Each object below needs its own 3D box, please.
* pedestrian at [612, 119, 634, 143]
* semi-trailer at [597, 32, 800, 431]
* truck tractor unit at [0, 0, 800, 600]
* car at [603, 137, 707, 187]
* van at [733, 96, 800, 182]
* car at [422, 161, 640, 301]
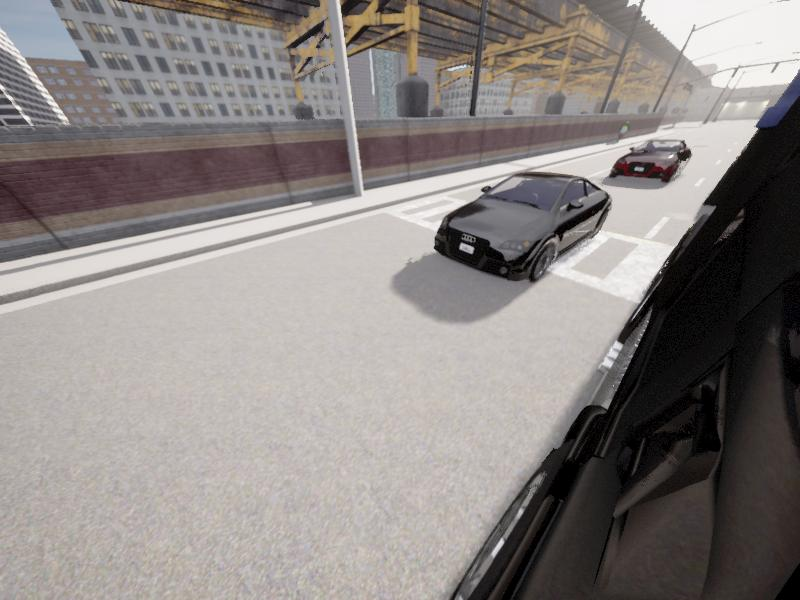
[{"bbox_3d":[22.013,-16.681,22.817,0.751,1.860,0.751,-25,42,-27],"label":"pedestrian"},{"bbox_3d":[8.768,-3.549,4.167,14.254,4.402,2.717,-27,43,-29],"label":"semi-trailer"},{"bbox_3d":[2.645,-0.295,0.351,6.516,4.208,3.053,-28,44,-30],"label":"truck tractor unit"},{"bbox_3d":[11.133,-6.172,10.102,4.181,1.385,1.994,-27,43,-29],"label":"car"},{"bbox_3d":[16.989,-6.991,9.847,5.915,2.561,1.988,-27,43,-29],"label":"van"},{"bbox_3d":[2.683,-1.808,4.782,4.181,1.385,1.994,-27,43,-29],"label":"car"}]
